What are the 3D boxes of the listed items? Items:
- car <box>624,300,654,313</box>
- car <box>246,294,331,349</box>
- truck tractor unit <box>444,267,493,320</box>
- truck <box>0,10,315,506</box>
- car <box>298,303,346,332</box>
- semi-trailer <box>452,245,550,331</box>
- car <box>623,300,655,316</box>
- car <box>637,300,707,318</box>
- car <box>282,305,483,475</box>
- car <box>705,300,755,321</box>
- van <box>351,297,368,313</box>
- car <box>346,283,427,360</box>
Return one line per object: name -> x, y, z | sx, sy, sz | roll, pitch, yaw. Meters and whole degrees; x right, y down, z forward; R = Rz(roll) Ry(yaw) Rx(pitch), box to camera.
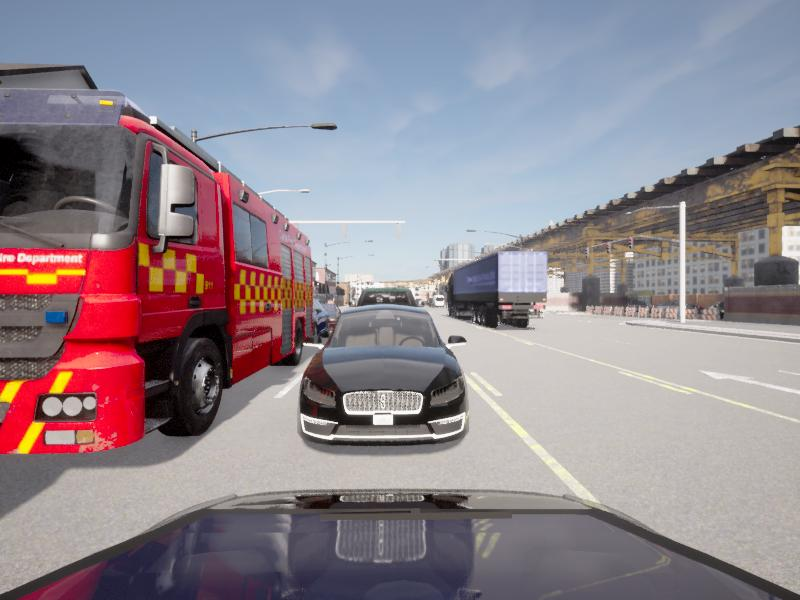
car -> 25.172, 0.639, 42.013 | 1.853, 1.218, 4.536 | 0, 0, 42
car -> -3.999, 0.694, 15.235 | 2.097, 1.767, 4.553 | 0, 0, -2
truck tractor unit -> 5.895, -0.528, 35.583 | 3.053, 4.208, 6.516 | 0, 0, -2
truck -> -3.763, -0.320, 7.296 | 2.891, 3.827, 8.468 | 0, 0, -2
car -> -4.249, 0.897, 22.560 | 2.033, 1.411, 5.357 | 0, 0, -4
semi-trailer -> 6.129, -0.621, 27.670 | 2.717, 4.402, 14.254 | 0, 0, -2
car -> 25.138, 0.796, 41.974 | 2.038, 1.542, 4.974 | 0, 0, 42
car -> 25.288, 0.796, 37.368 | 2.038, 1.542, 4.974 | 0, 0, -38
car -> -0.220, 0.845, 6.104 | 1.837, 1.490, 4.892 | 0, 0, -2
car -> 26.240, 0.796, 32.028 | 2.038, 1.542, 4.974 | 0, 0, 27
van -> -5.080, 0.599, 50.696 | 1.775, 1.987, 4.442 | 0, 0, -2
car -> -0.444, 0.568, 13.466 | 2.150, 2.045, 5.566 | 0, 0, -2
